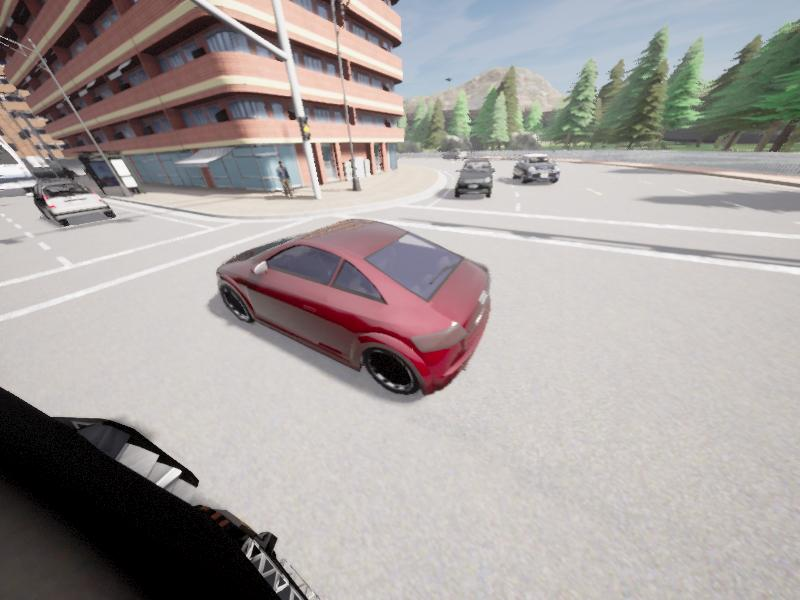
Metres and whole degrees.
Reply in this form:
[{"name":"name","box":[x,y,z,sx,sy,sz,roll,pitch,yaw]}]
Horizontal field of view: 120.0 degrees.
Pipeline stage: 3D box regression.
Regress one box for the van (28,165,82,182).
[{"name":"van","box":[-57.529,-21.179,38.634,1.775,1.987,4.442,16,38,26]}]

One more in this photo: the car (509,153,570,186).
[{"name":"car","box":[8.470,-8.271,14.518,1.970,1.475,3.806,3,34,9]}]

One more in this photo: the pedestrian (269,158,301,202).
[{"name":"pedestrian","box":[-5.766,-6.045,11.617,0.751,1.860,0.751,-26,40,-31]}]

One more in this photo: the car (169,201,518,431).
[{"name":"car","box":[-0.858,-0.386,3.366,4.181,1.385,1.994,16,38,26]}]

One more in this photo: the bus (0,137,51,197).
[{"name":"bus","box":[-38.475,-12.222,21.545,10.273,4.253,3.944,15,37,27]}]

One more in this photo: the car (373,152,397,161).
[{"name":"car","box":[-3.155,-30.544,49.168,4.974,1.542,2.038,23,41,33]}]

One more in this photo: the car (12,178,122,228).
[{"name":"car","box":[-15.399,-4.614,10.705,3.988,1.617,1.851,16,38,26]}]

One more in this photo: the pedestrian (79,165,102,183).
[{"name":"pedestrian","box":[-36.940,-15.056,27.607,0.751,1.860,0.751,16,38,26]}]

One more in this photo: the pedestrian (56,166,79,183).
[{"name":"pedestrian","box":[-42.486,-16.044,29.518,0.751,1.860,0.751,14,37,23]}]

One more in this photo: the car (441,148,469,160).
[{"name":"car","box":[9.691,-25.949,41.110,2.242,1.667,4.611,-20,37,-24]}]

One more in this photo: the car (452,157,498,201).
[{"name":"car","box":[3.825,-6.237,11.702,1.789,1.549,3.705,8,35,16]}]

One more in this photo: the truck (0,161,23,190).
[{"name":"truck","box":[-49.821,-15.465,27.714,8.468,3.827,2.891,17,38,27]}]

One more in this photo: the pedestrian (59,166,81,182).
[{"name":"pedestrian","box":[-43.740,-16.724,30.643,0.751,1.860,0.751,12,36,21]}]

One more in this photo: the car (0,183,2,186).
[{"name":"car","box":[-60.387,-17.395,33.591,4.674,1.442,1.812,16,38,26]}]
